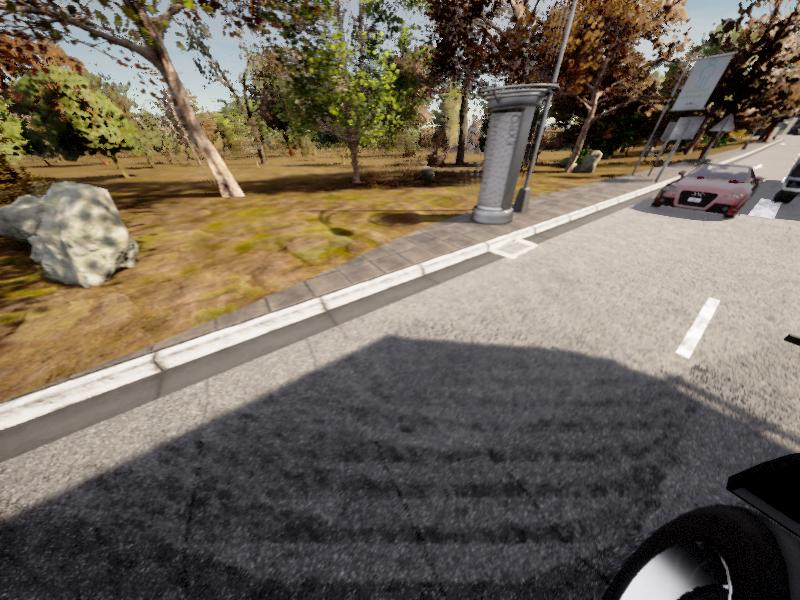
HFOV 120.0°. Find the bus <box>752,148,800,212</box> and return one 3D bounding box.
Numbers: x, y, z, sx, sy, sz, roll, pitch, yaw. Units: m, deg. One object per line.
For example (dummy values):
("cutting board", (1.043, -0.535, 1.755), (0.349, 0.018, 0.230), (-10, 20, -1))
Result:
("bus", (18.394, -5.985, 8.374), (10.273, 4.253, 3.944), (-22, 41, -27))

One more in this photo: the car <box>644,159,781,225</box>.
("car", (11.045, -4.012, 8.195), (4.181, 1.385, 1.994), (-22, 41, -27))
